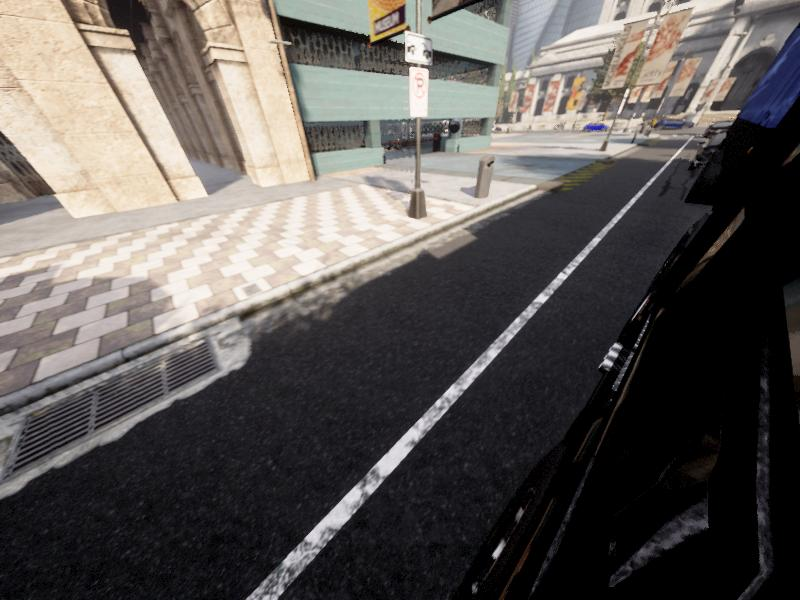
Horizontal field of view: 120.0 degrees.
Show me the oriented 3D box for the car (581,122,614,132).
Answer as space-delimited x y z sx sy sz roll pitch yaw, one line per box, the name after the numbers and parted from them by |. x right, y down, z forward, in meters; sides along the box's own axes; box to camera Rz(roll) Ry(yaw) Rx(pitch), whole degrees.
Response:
37.343 -32.715 43.704 1.816 1.474 4.193 -31 45 -32 | car

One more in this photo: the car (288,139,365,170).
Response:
-5.214 -10.772 16.972 4.786 1.482 2.161 -31 45 -32 | car

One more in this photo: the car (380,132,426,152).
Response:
0.385 -17.541 25.583 4.902 1.511 2.128 -31 45 -32 | car

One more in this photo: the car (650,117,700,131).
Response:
44.399 -28.459 37.442 2.033 1.649 4.856 -30 45 -32 | car

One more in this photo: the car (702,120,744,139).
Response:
33.005 -17.543 23.753 1.812 1.442 4.674 29 47 35 | car

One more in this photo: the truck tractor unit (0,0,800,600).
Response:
2.645 -0.295 0.351 6.516 4.208 3.053 -28 44 -30 | truck tractor unit

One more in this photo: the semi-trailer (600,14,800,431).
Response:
8.563 -3.697 4.352 14.254 4.402 2.717 -30 45 -31 | semi-trailer

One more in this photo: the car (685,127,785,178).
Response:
15.258 -6.985 10.749 4.892 1.490 1.837 -31 45 -32 | car

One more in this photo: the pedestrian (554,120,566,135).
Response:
25.485 -27.379 36.722 0.751 1.860 0.751 -23 41 -25 | pedestrian
